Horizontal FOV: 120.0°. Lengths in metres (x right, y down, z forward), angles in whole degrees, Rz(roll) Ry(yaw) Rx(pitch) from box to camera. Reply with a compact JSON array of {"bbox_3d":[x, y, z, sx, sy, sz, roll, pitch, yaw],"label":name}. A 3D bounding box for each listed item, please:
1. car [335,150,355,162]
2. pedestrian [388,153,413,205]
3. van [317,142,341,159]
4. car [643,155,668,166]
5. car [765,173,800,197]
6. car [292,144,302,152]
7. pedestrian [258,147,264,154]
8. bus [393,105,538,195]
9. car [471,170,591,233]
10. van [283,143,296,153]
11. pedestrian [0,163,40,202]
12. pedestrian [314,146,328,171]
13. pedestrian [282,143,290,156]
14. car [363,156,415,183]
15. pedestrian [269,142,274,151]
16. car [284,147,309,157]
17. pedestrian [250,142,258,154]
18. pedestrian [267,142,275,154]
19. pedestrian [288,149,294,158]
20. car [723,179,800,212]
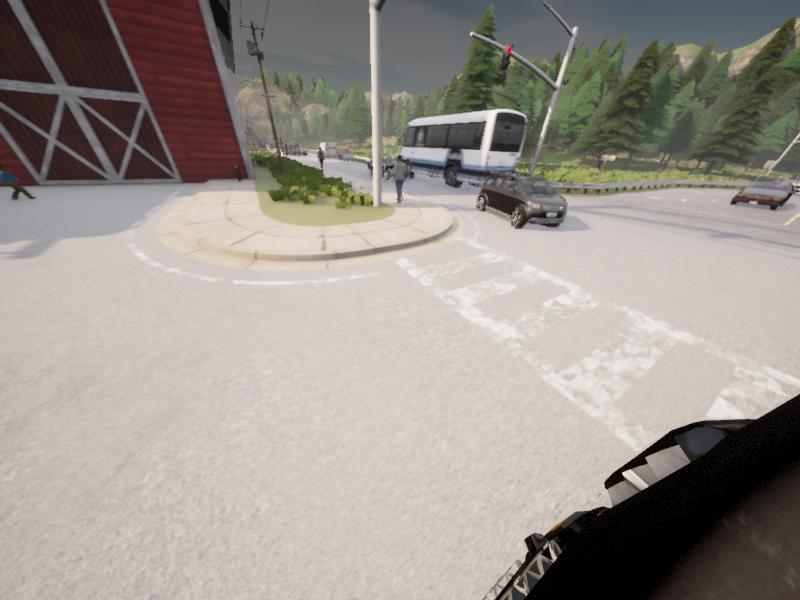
[{"bbox_3d":[-8.636,-22.615,36.278,1.845,1.501,3.633,-15,37,-25],"label":"car"},{"bbox_3d":[-0.022,-5.058,9.691,0.751,1.860,0.751,-8,35,-16],"label":"pedestrian"},{"bbox_3d":[-13.309,-27.822,43.010,2.351,2.431,6.366,-15,37,-25],"label":"van"},{"bbox_3d":[66.223,-36.080,59.868,3.866,1.878,1.905,33,44,31],"label":"car"},{"bbox_3d":[36.933,-10.720,21.440,4.611,1.667,2.242,-15,38,-25],"label":"car"},{"bbox_3d":[-31.200,-46.017,69.768,1.905,1.878,3.866,-15,37,-25],"label":"car"},{"bbox_3d":[-26.003,-27.925,43.115,0.500,1.100,0.500,23,39,28],"label":"pedestrian"},{"bbox_3d":[3.698,-11.191,17.410,3.944,4.253,10.273,-16,38,-26],"label":"bus"},{"bbox_3d":[4.565,-3.883,8.840,1.789,1.549,3.705,-3,33,-12],"label":"car"},{"bbox_3d":[-28.953,-39.790,60.349,2.069,2.038,4.480,-15,37,-25],"label":"van"},{"bbox_3d":[-13.027,-3.934,7.732,0.500,1.100,0.500,-15,38,-25],"label":"pedestrian"},{"bbox_3d":[-6.981,-12.553,20.535,0.751,1.860,0.751,-15,38,-25],"label":"pedestrian"},{"bbox_3d":[-19.675,-25.918,39.849,0.751,1.860,0.751,-9,35,-17],"label":"pedestrian"},{"bbox_3d":[-1.061,-10.813,18.974,2.128,1.511,4.902,-15,37,-25],"label":"car"},{"bbox_3d":[-31.295,-37.333,56.289,0.751,1.860,0.751,-14,37,-24],"label":"pedestrian"},{"bbox_3d":[-20.580,-29.478,45.945,4.181,1.385,1.994,14,35,16],"label":"car"},{"bbox_3d":[-26.538,-27.641,41.954,0.751,1.860,0.751,-14,37,-24],"label":"pedestrian"},{"bbox_3d":[-24.498,-28.758,43.798,0.751,1.860,0.751,-23,41,-33],"label":"pedestrian"},{"bbox_3d":[-17.067,-22.934,36.211,0.500,1.100,0.500,-7,35,-15],"label":"pedestrian"},{"bbox_3d":[23.388,-6.790,14.737,5.357,1.411,2.033,-16,38,-26],"label":"car"}]
